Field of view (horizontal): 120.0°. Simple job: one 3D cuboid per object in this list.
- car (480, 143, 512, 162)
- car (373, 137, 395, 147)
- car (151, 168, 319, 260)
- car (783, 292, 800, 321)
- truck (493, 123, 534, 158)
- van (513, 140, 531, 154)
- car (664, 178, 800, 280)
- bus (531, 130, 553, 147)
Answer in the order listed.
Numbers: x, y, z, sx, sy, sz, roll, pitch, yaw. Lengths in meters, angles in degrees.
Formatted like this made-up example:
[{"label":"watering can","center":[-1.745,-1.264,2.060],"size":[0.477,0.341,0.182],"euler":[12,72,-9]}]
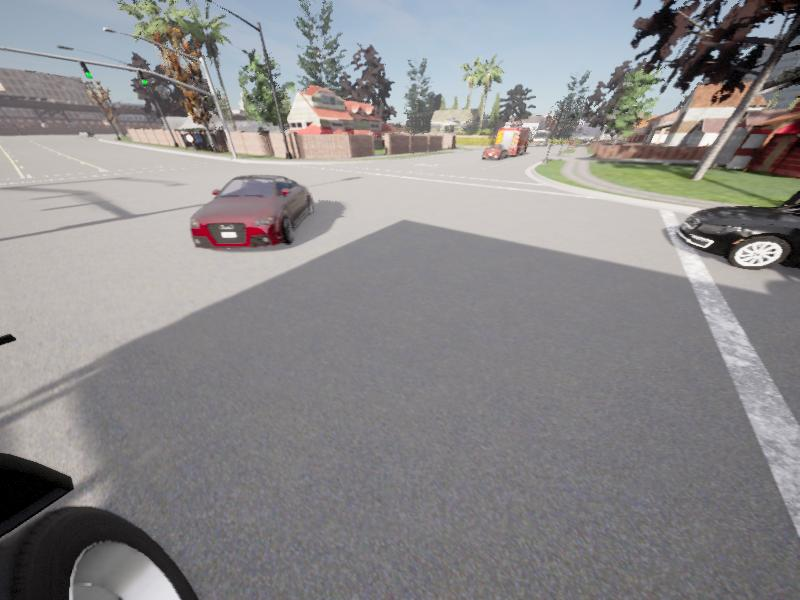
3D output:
[{"label":"car","center":[11.978,-18.364,28.638],"size":[2.152,1.651,5.027],"euler":[21,40,27]},{"label":"car","center":[-3.673,-35.487,51.856],"size":[4.605,1.855,1.932],"euler":[21,40,27]},{"label":"car","center":[-3.859,-2.700,6.500],"size":[1.994,1.385,4.181],"euler":[-3,35,-4]},{"label":"car","center":[7.620,0.703,1.658],"size":[4.514,1.525,2.007],"euler":[22,41,28]},{"label":"truck","center":[16.674,-23.340,33.824],"size":[2.891,3.827,8.468],"euler":[21,40,27]},{"label":"van","center":[21.462,-26.902,40.512],"size":[1.775,1.987,4.442],"euler":[19,39,25]},{"label":"car","center":[8.994,-1.187,4.375],"size":[4.892,1.490,1.837],"euler":[22,40,28]},{"label":"bus","center":[47.421,-53.742,76.826],"size":[3.944,4.253,10.273],"euler":[21,40,27]}]
